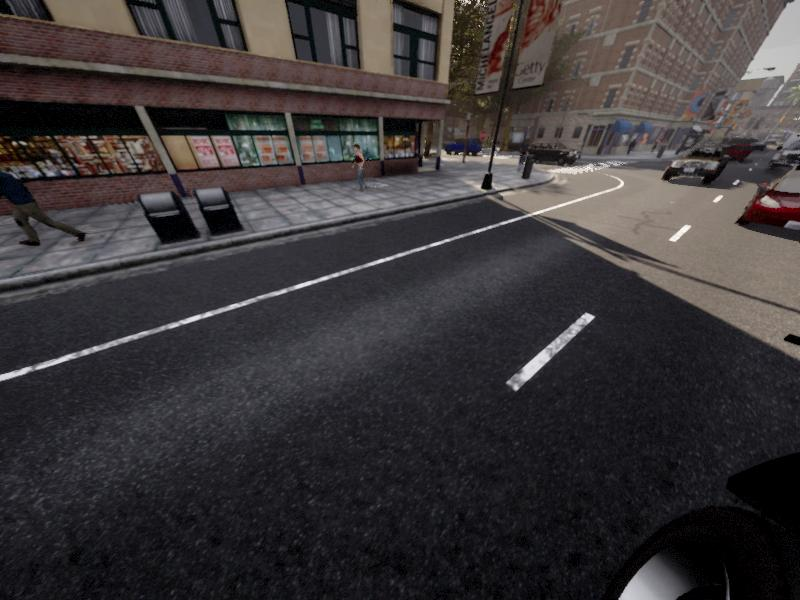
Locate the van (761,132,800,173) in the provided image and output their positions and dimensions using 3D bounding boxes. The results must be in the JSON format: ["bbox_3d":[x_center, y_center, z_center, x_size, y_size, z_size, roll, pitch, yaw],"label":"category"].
[{"bbox_3d":[31.310,-11.545,17.978,6.366,2.431,2.351,-23,41,-29],"label":"van"}]

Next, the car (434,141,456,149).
[{"bbox_3d":[9.975,-34.307,51.085,4.718,1.301,1.895,-23,41,-29],"label":"car"}]

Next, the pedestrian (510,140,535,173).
[{"bbox_3d":[8.358,-9.814,15.784,0.751,1.860,0.751,-23,41,-29],"label":"pedestrian"}]

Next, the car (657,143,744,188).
[{"bbox_3d":[17.430,-7.941,13.408,4.605,1.855,1.932,-23,41,-29],"label":"car"}]

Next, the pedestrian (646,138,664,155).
[{"bbox_3d":[34.261,-20.685,31.038,0.751,1.860,0.751,-21,40,-27],"label":"pedestrian"}]

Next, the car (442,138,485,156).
[{"bbox_3d":[8.956,-21.973,33.064,2.150,2.045,5.566,-24,42,-29],"label":"car"}]

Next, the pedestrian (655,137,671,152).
[{"bbox_3d":[40.434,-23.878,35.522,0.751,1.860,0.751,-23,41,-29],"label":"pedestrian"}]

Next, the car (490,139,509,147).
[{"bbox_3d":[26.109,-41.228,60.678,4.902,1.511,2.128,-23,41,-29],"label":"car"}]

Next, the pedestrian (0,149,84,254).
[{"bbox_3d":[-8.091,-2.074,4.919,0.751,1.860,0.751,-26,43,-32],"label":"pedestrian"}]

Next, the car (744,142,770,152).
[{"bbox_3d":[61.864,-26.555,40.021,4.718,1.301,1.895,-23,41,-29],"label":"car"}]

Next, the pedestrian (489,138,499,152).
[{"bbox_3d":[15.146,-25.018,37.195,0.751,1.860,0.751,-27,44,-33],"label":"pedestrian"}]

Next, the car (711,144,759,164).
[{"bbox_3d":[33.973,-14.863,23.416,5.008,1.535,1.882,-22,41,-28],"label":"car"}]

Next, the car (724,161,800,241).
[{"bbox_3d":[12.242,-3.071,6.903,4.792,1.488,2.163,-23,41,-29],"label":"car"}]

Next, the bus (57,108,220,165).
[{"bbox_3d":[-26.671,-17.492,24.938,10.273,4.253,3.944,-23,41,-29],"label":"bus"}]

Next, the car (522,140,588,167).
[{"bbox_3d":[14.564,-14.082,22.072,1.932,1.855,4.605,-21,40,-26],"label":"car"}]

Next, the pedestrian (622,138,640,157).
[{"bbox_3d":[27.838,-18.405,27.840,0.751,1.860,0.751,-27,43,-33],"label":"pedestrian"}]

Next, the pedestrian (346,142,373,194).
[{"bbox_3d":[-1.757,-5.735,10.063,0.751,1.860,0.751,-19,39,-24],"label":"pedestrian"}]

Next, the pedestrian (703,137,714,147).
[{"bbox_3d":[71.378,-36.659,53.453,0.751,1.860,0.751,-24,42,-29],"label":"pedestrian"}]
